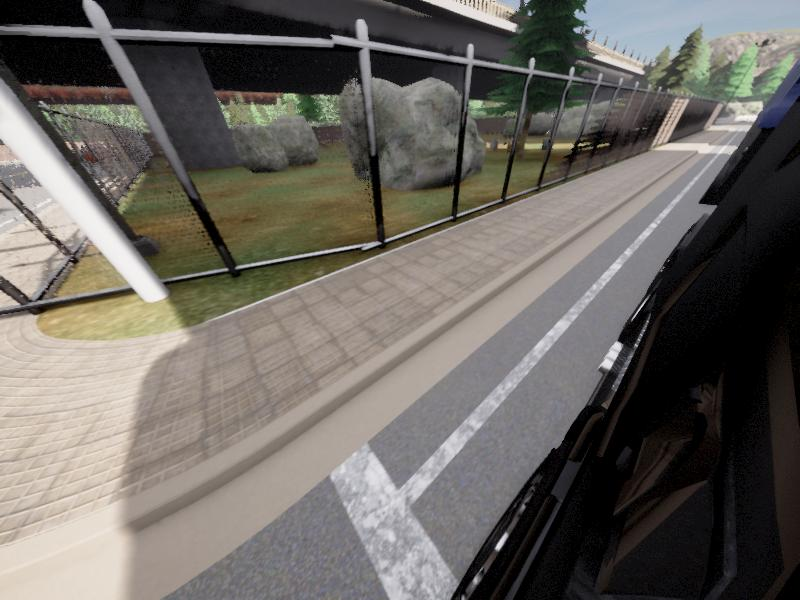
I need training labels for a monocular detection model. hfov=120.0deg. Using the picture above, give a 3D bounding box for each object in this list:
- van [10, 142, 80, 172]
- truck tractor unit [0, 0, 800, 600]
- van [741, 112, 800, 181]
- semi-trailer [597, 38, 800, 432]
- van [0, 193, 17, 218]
[{"bbox_3d":[-40.290,-16.553,26.532,2.351,2.431,6.366,-28,44,-30],"label":"van"},{"bbox_3d":[2.645,-0.295,0.351,6.516,4.208,3.053,-28,44,-30],"label":"truck tractor unit"},{"bbox_3d":[16.248,-6.166,9.116,2.069,2.038,4.480,28,45,35],"label":"van"},{"bbox_3d":[8.718,-3.598,4.199,14.254,4.402,2.717,-28,44,-29],"label":"semi-trailer"},{"bbox_3d":[-15.903,-3.094,6.926,2.351,2.431,6.366,-28,44,-30],"label":"van"}]
